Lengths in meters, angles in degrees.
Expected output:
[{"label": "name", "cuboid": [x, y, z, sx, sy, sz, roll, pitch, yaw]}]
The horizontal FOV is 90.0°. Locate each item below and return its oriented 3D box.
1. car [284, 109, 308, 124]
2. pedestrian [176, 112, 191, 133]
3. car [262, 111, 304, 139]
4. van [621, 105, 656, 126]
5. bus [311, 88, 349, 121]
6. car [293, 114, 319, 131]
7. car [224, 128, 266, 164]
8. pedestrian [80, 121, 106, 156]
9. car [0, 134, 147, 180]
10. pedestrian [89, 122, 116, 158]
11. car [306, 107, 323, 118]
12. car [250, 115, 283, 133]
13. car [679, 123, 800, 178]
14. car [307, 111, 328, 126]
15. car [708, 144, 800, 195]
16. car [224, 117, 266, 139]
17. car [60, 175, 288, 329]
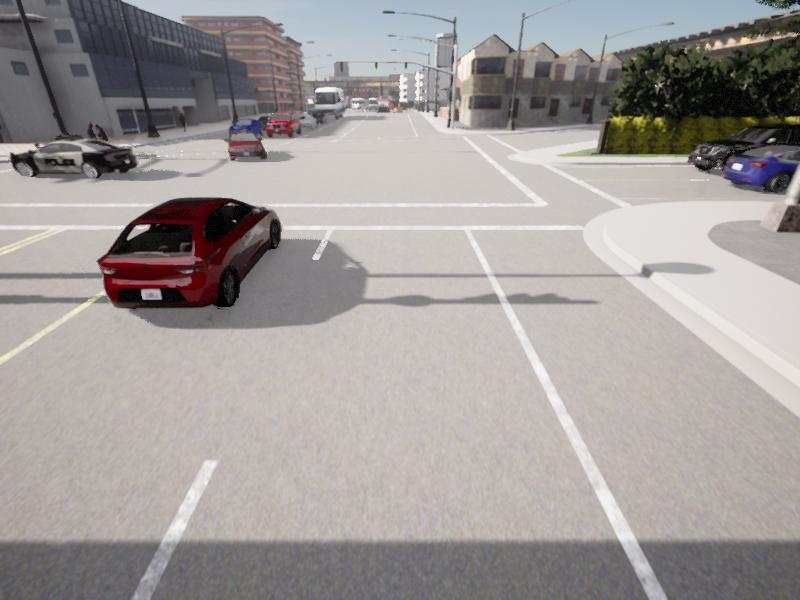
[{"label": "car", "cuboid": [-14.205, -25.159, 54.859, 1.882, 1.535, 5.008, 0, 28, 0]}, {"label": "pedestrian", "cuboid": [-21.249, -17.465, 39.267, 0.751, 1.860, 0.751, -4, 27, -9]}, {"label": "car", "cuboid": [-10.636, -16.185, 36.828, 2.150, 2.045, 5.566, 0, 27, 0]}, {"label": "van", "cuboid": [32.809, -25.410, 55.010, 1.988, 2.561, 5.915, 24, 35, 39]}, {"label": "bus", "cuboid": [-10.614, -30.381, 61.817, 3.944, 4.253, 10.273, 0, 28, 0]}, {"label": "car", "cuboid": [-10.670, -20.282, 45.597, 1.812, 1.442, 4.674, 0, 27, 0]}, {"label": "car", "cuboid": [-8.917, -8.850, 22.821, 1.812, 1.442, 4.674, -10, 28, -19]}, {"label": "pedestrian", "cuboid": [-18.392, -9.679, 23.977, 0.751, 1.860, 0.751, -17, 31, -31]}, {"label": "car", "cuboid": [-14.324, -6.272, 17.431, 5.238, 1.638, 1.930, 3, 26, 6]}, {"label": "pedestrian", "cuboid": [-17.104, -9.202, 23.014, 0.751, 1.860, 0.751, -17, 31, -30]}, {"label": "car", "cuboid": [-14.250, -31.278, 66.538, 1.812, 1.442, 4.674, 0, 28, 0]}, {"label": "car", "cuboid": [-14.160, -18.830, 42.725, 1.837, 1.490, 4.892, 0, 27, 0]}, {"label": "car", "cuboid": [16.014, -6.582, 17.542, 5.566, 2.045, 2.150, 0, 26, 0]}, {"label": "car", "cuboid": [-10.692, -23.552, 51.872, 1.816, 1.474, 4.193, 0, 28, 0]}, {"label": "car", "cuboid": [14.643, -4.809, 14.598, 4.792, 1.488, 2.163, 0, 26, 1]}, {"label": "car", "cuboid": [-14.143, -15.937, 36.921, 1.882, 1.535, 5.008, 0, 27, 0]}, {"label": "car", "cuboid": [-3.570, -1.190, 7.443, 1.816, 1.474, 4.193, 0, 27, -1]}]
